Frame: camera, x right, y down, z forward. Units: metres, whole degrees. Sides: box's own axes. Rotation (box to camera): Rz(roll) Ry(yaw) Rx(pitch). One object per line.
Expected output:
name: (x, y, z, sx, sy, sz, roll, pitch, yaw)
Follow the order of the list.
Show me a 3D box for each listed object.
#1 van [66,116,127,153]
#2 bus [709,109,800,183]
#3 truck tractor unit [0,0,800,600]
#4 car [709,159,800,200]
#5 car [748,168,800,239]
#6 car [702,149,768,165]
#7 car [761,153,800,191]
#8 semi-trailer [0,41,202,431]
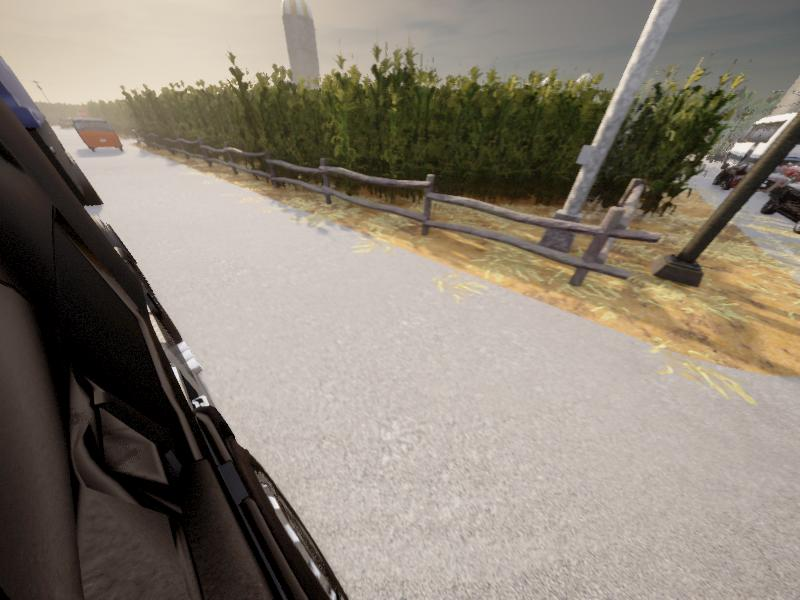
van: (-22.740, -12.424, 17.318, 4.442, 1.987, 1.775, 28, 43, 30)
bus: (31.863, -13.122, 19.669, 3.944, 4.253, 10.273, 29, 44, 31)
truck tractor unit: (-2.645, -0.295, 0.351, 6.516, 4.208, 3.053, 28, 44, 30)
car: (19.830, -6.912, 13.002, 1.994, 1.385, 4.181, 28, 43, 30)
car: (14.043, -2.988, 7.278, 2.163, 1.488, 4.792, 28, 44, 30)
car: (44.713, -19.317, 31.072, 1.837, 1.490, 4.892, -1, 36, 0)
car: (25.956, -8.032, 14.523, 2.097, 1.767, 4.553, 28, 43, 30)
semi-trailer: (-8.707, -3.586, 4.237, 14.254, 4.402, 2.717, 28, 43, 30)
